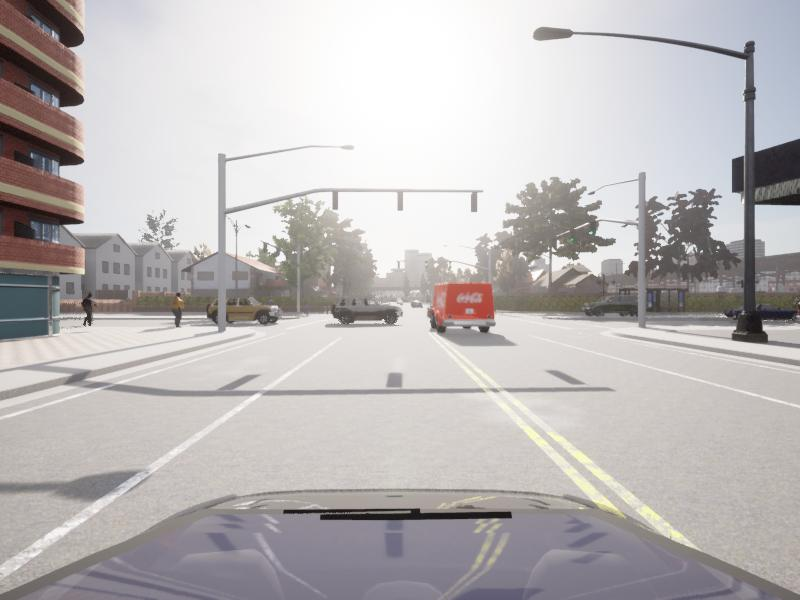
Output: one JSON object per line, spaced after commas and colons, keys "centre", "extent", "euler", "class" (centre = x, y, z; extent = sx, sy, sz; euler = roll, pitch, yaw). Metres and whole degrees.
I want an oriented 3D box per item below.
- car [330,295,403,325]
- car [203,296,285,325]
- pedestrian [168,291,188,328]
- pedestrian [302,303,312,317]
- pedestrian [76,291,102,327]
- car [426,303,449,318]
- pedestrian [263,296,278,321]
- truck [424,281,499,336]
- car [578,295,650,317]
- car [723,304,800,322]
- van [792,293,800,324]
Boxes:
{"centre": [-2.110, 0.656, 26.310], "extent": [4.605, 1.855, 1.932], "euler": [-1, 0, 0], "class": "car"}
{"centre": [-10.177, 0.652, 26.346], "extent": [4.605, 1.855, 1.932], "euler": [0, 0, 0], "class": "car"}
{"centre": [-11.426, 0.485, 20.580], "extent": [0.751, 1.860, 0.751], "euler": [0, 0, 44], "class": "pedestrian"}
{"centre": [-8.447, 0.917, 36.456], "extent": [0.751, 1.300, 0.751], "euler": [0, 0, 3], "class": "pedestrian"}
{"centre": [-16.385, 0.485, 21.079], "extent": [0.751, 1.860, 0.751], "euler": [0, 0, 2], "class": "pedestrian"}
{"centre": [3.524, 0.944, 38.259], "extent": [1.895, 1.301, 4.718], "euler": [0, 0, 1], "class": "car"}
{"centre": [-9.948, 0.637, 30.763], "extent": [0.751, 1.860, 0.751], "euler": [0, 0, 20], "class": "pedestrian"}
{"centre": [2.938, 0.367, 20.651], "extent": [2.627, 2.467, 5.204], "euler": [0, 1, -5], "class": "truck"}
{"centre": [20.090, 0.568, 37.719], "extent": [5.566, 2.045, 2.150], "euler": [0, 0, 0], "class": "car"}
{"centre": [27.083, 0.944, 29.687], "extent": [4.718, 1.301, 1.895], "euler": [0, 0, 0], "class": "car"}
{"centre": [28.911, 0.570, 26.179], "extent": [4.480, 2.038, 2.069], "euler": [0, 0, 0], "class": "van"}
